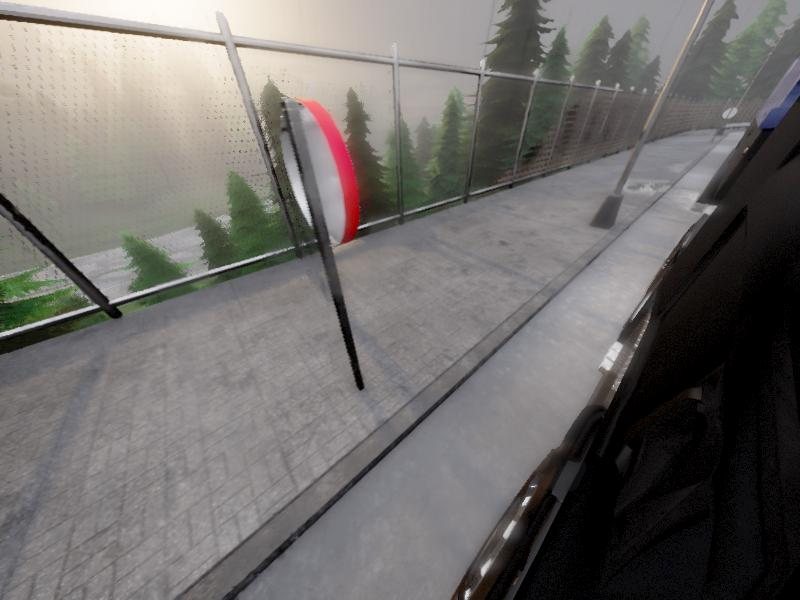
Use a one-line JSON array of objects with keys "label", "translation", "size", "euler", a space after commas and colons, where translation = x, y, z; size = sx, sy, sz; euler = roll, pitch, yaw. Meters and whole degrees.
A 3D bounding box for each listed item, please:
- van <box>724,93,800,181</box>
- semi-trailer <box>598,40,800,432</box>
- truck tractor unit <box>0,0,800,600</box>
[{"label": "van", "translation": [16.352, -6.969, 9.717], "size": [5.915, 2.561, 1.988], "euler": [-28, 44, -30]}, {"label": "semi-trailer", "translation": [8.693, -3.623, 4.212], "size": [14.254, 4.402, 2.717], "euler": [-28, 44, -30]}, {"label": "truck tractor unit", "translation": [2.645, -0.295, 0.351], "size": [6.516, 4.208, 3.053], "euler": [-28, 44, -30]}]
